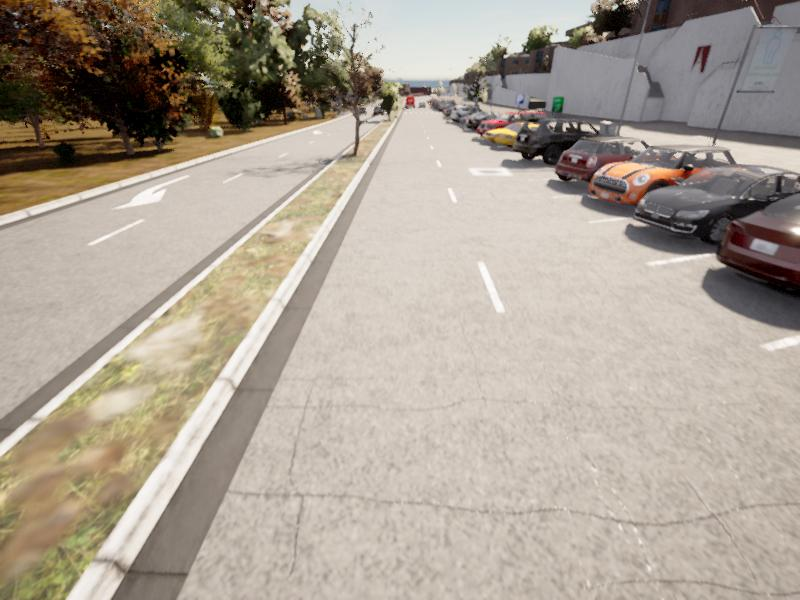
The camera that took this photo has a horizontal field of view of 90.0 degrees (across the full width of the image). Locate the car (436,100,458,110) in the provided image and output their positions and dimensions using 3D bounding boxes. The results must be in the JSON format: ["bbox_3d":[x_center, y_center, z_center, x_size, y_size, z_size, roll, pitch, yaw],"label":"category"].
[{"bbox_3d":[10.500,-43.799,89.973,4.442,1.987,1.878,-8,29,-17],"label":"car"}]

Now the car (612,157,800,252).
[{"bbox_3d":[8.276,-2.533,9.951,4.892,1.521,2.231,-8,29,-17],"label":"car"}]

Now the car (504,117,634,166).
[{"bbox_3d":[8.579,-8.212,20.546,5.566,2.045,2.435,-8,28,-17],"label":"car"}]

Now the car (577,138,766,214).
[{"bbox_3d":[8.373,-4.014,12.573,4.553,1.767,2.185,-8,29,-17],"label":"car"}]

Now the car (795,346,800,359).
[{"bbox_3d":[8.155,-0.031,4.506,5.566,2.045,2.435,-8,28,-17],"label":"car"}]

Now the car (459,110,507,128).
[{"bbox_3d":[9.219,-20.246,44.709,4.553,1.767,2.185,-8,28,-17],"label":"car"}]

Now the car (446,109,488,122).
[{"bbox_3d":[9.296,-25.556,55.407,5.366,1.575,1.946,-8,29,-17],"label":"car"}]

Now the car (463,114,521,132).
[{"bbox_3d":[9.039,-17.432,39.399,5.008,1.535,2.097,-8,28,-17],"label":"car"}]

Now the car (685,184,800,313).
[{"bbox_3d":[8.224,-1.150,7.307,4.792,1.488,2.163,-8,28,-17],"label":"car"}]

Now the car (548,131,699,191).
[{"bbox_3d":[8.381,-5.372,15.233,4.553,1.767,2.185,-8,28,-17],"label":"car"}]

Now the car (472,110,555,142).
[{"bbox_3d":[8.813,-13.608,31.229,5.566,2.045,2.435,-8,28,-17],"label":"car"}]

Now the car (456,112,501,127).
[{"bbox_3d":[9.260,-21.445,47.452,4.674,1.452,2.002,-8,29,-17],"label":"car"}]

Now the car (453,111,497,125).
[{"bbox_3d":[9.354,-22.827,50.142,4.792,1.488,2.163,-8,28,-17],"label":"car"}]

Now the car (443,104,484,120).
[{"bbox_3d":[9.588,-28.542,60.672,5.566,2.045,2.435,-8,29,-17],"label":"car"}]

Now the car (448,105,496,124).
[{"bbox_3d":[9.428,-24.438,52.686,5.566,2.045,2.435,-8,28,-17],"label":"car"}]

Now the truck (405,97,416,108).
[{"bbox_3d":[2.638,-50.357,101.976,2.627,2.467,5.204,1,28,1],"label":"truck"}]

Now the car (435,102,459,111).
[{"bbox_3d":[10.289,-42.308,87.332,4.553,1.767,2.185,-8,29,-17],"label":"car"}]

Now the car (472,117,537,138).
[{"bbox_3d":[8.878,-14.707,34.037,4.792,1.488,2.163,-8,28,-17],"label":"car"}]

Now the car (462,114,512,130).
[{"bbox_3d":[9.119,-18.744,42.097,4.674,1.452,2.002,-8,28,-17],"label":"car"}]

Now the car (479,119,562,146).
[{"bbox_3d":[8.587,-12.018,28.617,5.366,1.575,1.946,-8,28,-17],"label":"car"}]

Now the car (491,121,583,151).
[{"bbox_3d":[8.867,-10.718,26.054,5.366,1.575,1.946,-8,28,-17],"label":"car"}]
